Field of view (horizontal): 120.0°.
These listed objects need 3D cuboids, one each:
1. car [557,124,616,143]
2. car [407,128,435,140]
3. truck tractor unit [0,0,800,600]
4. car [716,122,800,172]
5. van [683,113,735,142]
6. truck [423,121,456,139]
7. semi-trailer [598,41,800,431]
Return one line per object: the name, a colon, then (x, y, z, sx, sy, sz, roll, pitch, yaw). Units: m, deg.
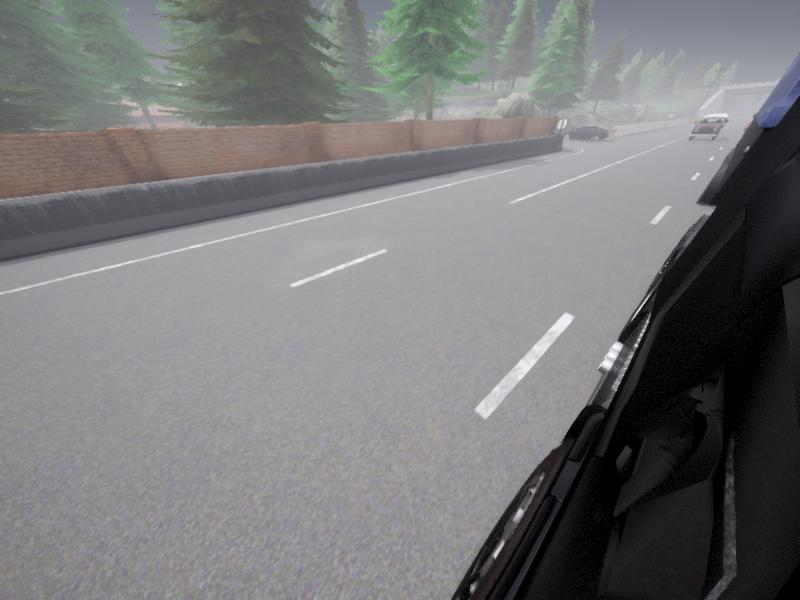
car: (21.596, -19.516, 26.972, 4.892, 1.490, 1.837, 29, 49, 31)
car: (3.568, -28.913, 40.334, 2.038, 1.542, 4.974, -28, 43, -29)
truck tractor unit: (2.645, -0.295, 0.351, 6.516, 4.208, 3.053, -28, 44, -30)
car: (18.302, -7.693, 11.417, 4.856, 1.649, 2.033, -24, 43, -26)
van: (29.799, -16.624, 22.273, 4.480, 2.038, 2.069, -28, 44, -30)
truck: (6.912, -30.233, 41.103, 2.627, 2.467, 5.204, -27, 43, -29)
semi-trailer: (8.698, -3.604, 4.230, 14.254, 4.402, 2.717, -28, 44, -30)
